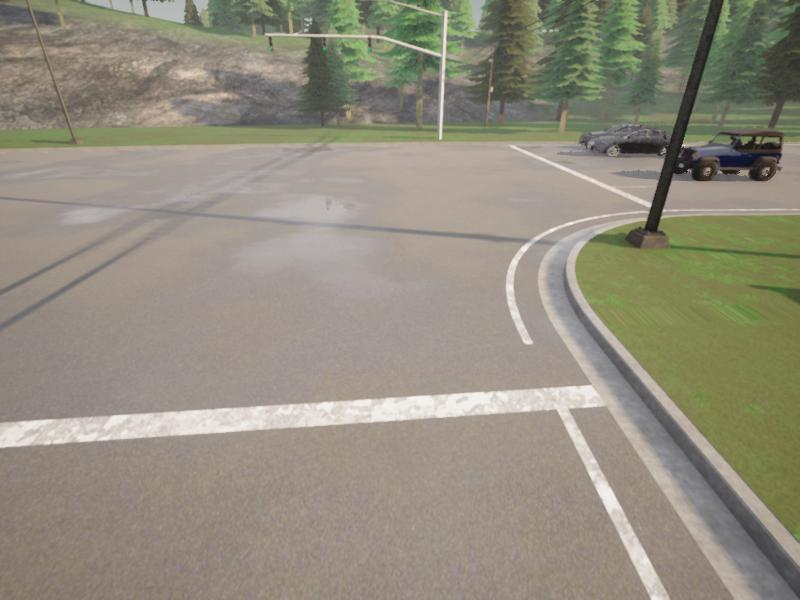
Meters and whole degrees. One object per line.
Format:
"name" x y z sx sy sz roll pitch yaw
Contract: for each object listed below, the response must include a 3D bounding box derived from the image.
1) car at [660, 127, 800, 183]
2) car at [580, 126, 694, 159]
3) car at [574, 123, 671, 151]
"car" 13.313 -5.922 16.257 3.866 1.878 1.905 0 27 0
"car" 13.186 -8.927 22.574 4.902 1.511 2.128 0 27 0
"car" 14.159 -10.510 25.702 4.892 1.490 1.837 0 27 0
